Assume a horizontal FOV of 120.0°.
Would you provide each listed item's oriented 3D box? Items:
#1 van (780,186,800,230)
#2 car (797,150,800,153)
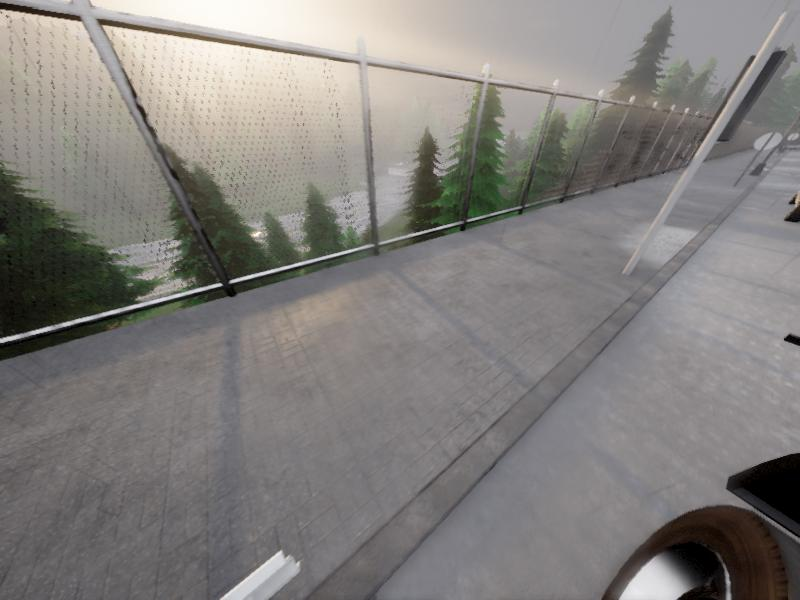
[{"bbox_3d":[14.349,-3.768,6.879,5.915,2.561,1.988,-22,41,-28],"label":"van"},{"bbox_3d":[59.079,-21.685,32.551,5.027,1.651,2.152,-19,39,-24],"label":"car"}]
